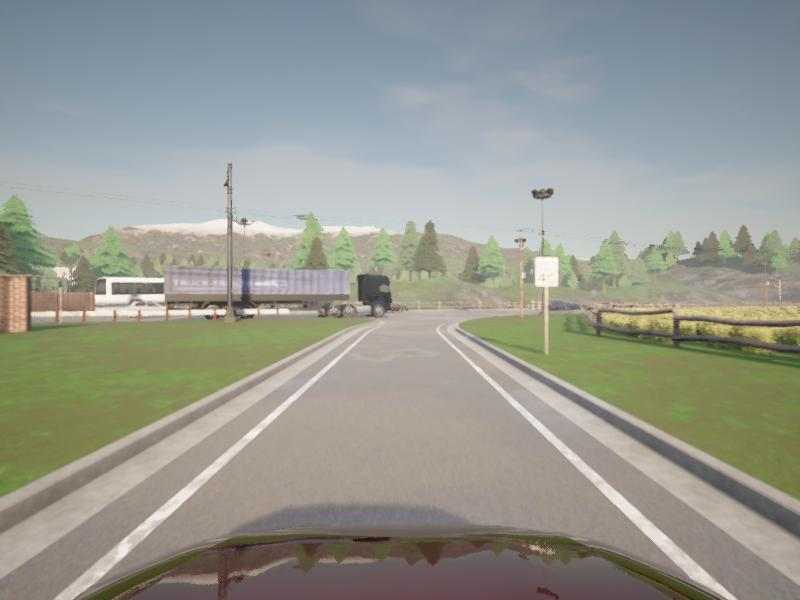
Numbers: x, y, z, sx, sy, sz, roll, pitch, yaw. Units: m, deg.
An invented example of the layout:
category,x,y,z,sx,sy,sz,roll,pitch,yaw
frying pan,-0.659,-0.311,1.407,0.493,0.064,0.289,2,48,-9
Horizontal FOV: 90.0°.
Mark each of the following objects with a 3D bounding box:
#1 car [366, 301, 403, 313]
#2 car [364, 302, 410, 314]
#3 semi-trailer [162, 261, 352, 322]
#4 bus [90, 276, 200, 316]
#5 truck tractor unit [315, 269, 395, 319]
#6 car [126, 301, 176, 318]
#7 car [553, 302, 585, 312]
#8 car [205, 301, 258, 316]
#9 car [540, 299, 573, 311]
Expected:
category,x,y,z,sx,sy,sz,roll,pitch,yaw
car,-2.111,0.853,53.310,4.514,1.525,2.007,0,0,-25
car,-1.603,0.917,49.689,5.357,1.411,2.033,0,0,-25
semi-trailer,-11.269,-0.601,33.128,14.254,4.402,2.717,0,0,-25
bus,-29.974,-0.497,47.796,3.944,4.253,10.273,-1,1,33
truck tractor unit,-4.089,-0.507,36.444,6.516,4.208,3.053,-1,0,-25
car,-22.473,0.844,36.219,3.633,1.501,1.845,0,0,-25
car,24.455,0.934,57.833,4.181,1.385,1.994,0,0,-25
car,-17.756,0.842,42.247,5.008,1.535,1.882,0,0,-25
car,24.053,0.723,61.502,4.553,1.767,2.097,0,0,-25
